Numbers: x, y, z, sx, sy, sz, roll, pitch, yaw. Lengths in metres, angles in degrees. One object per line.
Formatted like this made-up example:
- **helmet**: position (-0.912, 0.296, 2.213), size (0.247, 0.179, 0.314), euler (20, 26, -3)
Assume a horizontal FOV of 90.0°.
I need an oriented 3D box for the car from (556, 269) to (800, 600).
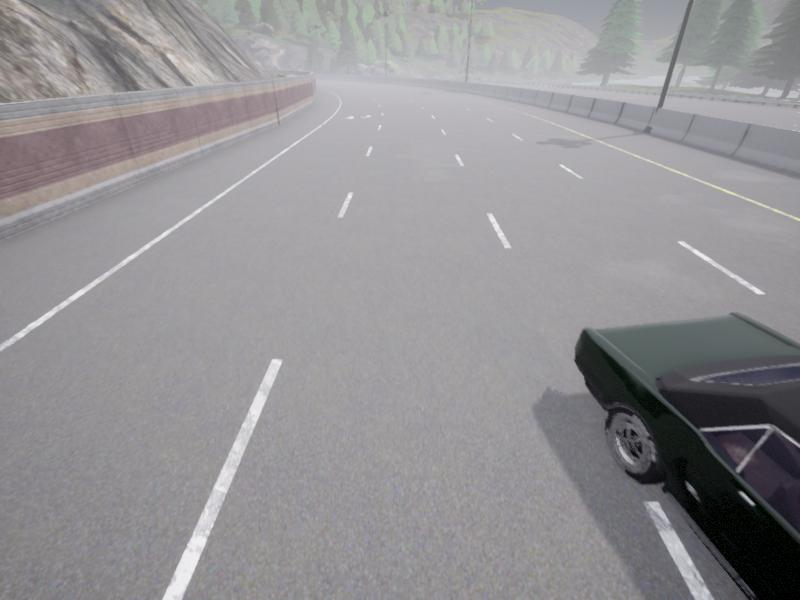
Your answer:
- **car**: position (3.022, 1.506, 2.141), size (1.895, 1.301, 4.718), euler (-5, 31, -8)
